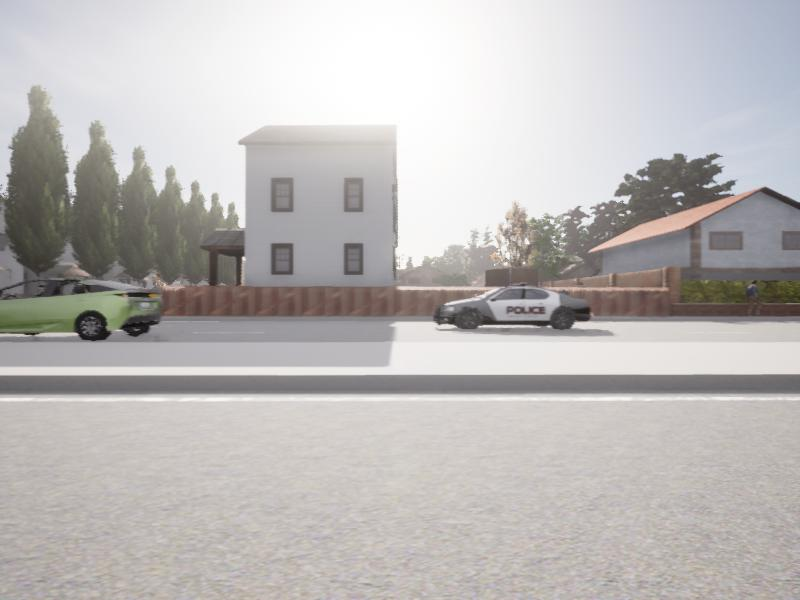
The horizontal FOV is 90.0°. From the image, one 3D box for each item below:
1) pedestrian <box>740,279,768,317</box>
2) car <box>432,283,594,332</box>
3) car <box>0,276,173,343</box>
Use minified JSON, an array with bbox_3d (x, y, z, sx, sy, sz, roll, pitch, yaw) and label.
[{"bbox_3d":[17.642,-0.104,19.950,0.751,1.860,0.751,0,0,1],"label":"pedestrian"},{"bbox_3d":[3.676,0.226,13.722,4.974,1.542,2.038,0,0,0],"label":"car"},{"bbox_3d":[-8.574,0.221,10.128,4.514,1.525,2.007,0,0,0],"label":"car"}]
